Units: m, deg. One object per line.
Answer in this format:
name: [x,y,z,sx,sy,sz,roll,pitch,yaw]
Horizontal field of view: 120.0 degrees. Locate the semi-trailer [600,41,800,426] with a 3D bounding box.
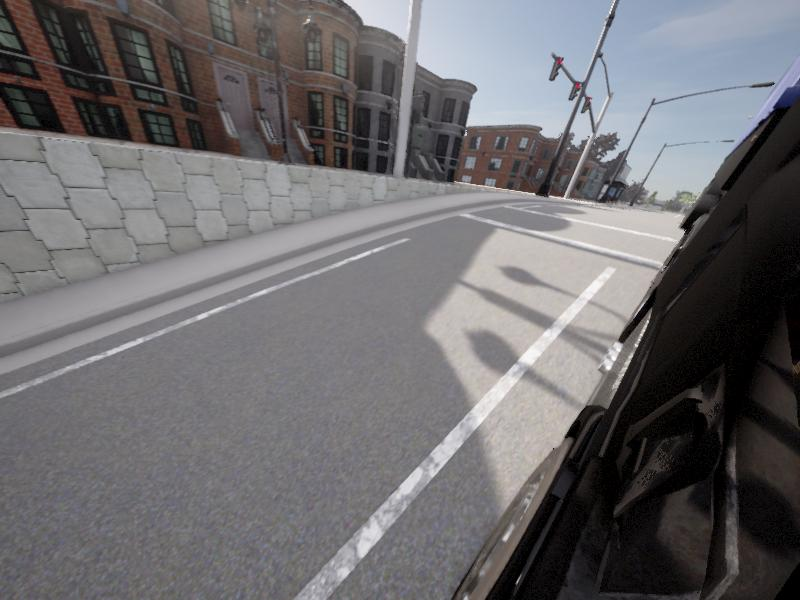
semi-trailer: [8.790,-3.122,4.667,14.254,4.402,2.717,-23,41,-34]

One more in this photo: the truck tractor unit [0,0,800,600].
truck tractor unit: [2.645,-0.295,0.351,6.516,4.208,3.053,-28,44,-30]
